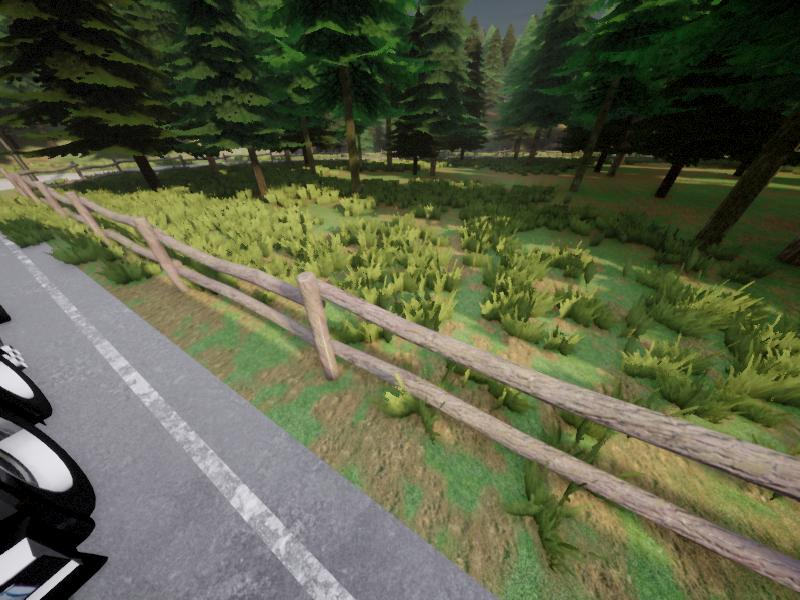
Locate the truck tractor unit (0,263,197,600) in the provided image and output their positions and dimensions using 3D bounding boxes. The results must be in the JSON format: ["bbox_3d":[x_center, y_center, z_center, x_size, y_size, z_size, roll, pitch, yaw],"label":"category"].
[{"bbox_3d":[-5.109,-0.303,0.782,6.516,4.208,3.053,18,39,24],"label":"truck tractor unit"}]
